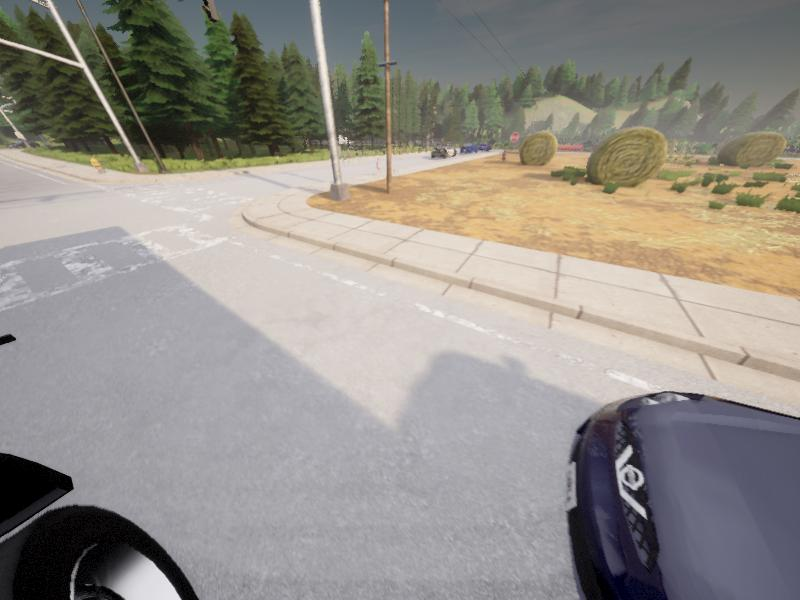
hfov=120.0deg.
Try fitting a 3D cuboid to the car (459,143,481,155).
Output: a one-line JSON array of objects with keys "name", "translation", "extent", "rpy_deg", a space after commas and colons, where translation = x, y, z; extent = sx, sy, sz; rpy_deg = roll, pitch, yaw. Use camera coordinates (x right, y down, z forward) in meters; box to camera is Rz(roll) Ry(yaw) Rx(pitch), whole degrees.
[{"name": "car", "translation": [11.496, -24.771, 37.834], "extent": [1.882, 1.535, 5.008], "rpy_deg": [20, 40, 26]}]

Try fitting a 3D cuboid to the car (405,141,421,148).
[{"name": "car", "translation": [3.348, -40.606, 60.313], "extent": [3.806, 1.475, 1.970], "rpy_deg": [22, 40, 27]}]

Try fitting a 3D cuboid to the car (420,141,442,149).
[{"name": "car", "translation": [7.264, -36.597, 54.531], "extent": [4.514, 1.525, 2.007], "rpy_deg": [23, 41, 29]}]

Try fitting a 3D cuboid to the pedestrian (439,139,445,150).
[{"name": "pedestrian", "translation": [8.643, -32.287, 47.864], "extent": [0.751, 1.860, 0.751], "rpy_deg": [-5, 36, -7]}]

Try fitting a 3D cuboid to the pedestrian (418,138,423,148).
[{"name": "pedestrian", "translation": [4.615, -35.402, 52.228], "extent": [0.751, 1.860, 0.751], "rpy_deg": [10, 36, 14]}]

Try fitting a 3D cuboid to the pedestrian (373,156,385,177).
[{"name": "pedestrian", "translation": [-1.365, -8.613, 14.929], "extent": [0.500, 1.100, 0.500], "rpy_deg": [18, 39, 24]}]

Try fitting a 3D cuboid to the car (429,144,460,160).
[{"name": "car", "translation": [5.978, -19.678, 30.593], "extent": [2.038, 1.542, 4.974], "rpy_deg": [20, 40, 26]}]

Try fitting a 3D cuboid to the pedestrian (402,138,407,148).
[{"name": "pedestrian", "translation": [1.091, -36.087, 53.180], "extent": [0.751, 1.860, 0.751], "rpy_deg": [21, 40, 26]}]

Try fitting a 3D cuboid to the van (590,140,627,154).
[{"name": "van", "translation": [36.987, -27.348, 41.167], "extent": [4.442, 1.987, 1.775], "rpy_deg": [22, 41, 28]}]

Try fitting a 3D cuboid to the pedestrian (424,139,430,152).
[{"name": "pedestrian", "translation": [4.673, -26.678, 39.917], "extent": [0.751, 1.860, 0.751], "rpy_deg": [16, 38, 21]}]

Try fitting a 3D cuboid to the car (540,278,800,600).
[{"name": "car", "translation": [2.654, 1.467, 0.535], "extent": [3.633, 1.501, 1.845], "rpy_deg": [19, 39, 25]}]

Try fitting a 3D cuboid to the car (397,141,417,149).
[{"name": "car", "translation": [1.786, -38.798, 57.625], "extent": [4.514, 1.525, 2.007], "rpy_deg": [21, 40, 27]}]

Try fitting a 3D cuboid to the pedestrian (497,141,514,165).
[{"name": "pedestrian", "translation": [9.704, -13.573, 21.326], "extent": [0.751, 1.860, 0.751], "rpy_deg": [26, 43, 32]}]

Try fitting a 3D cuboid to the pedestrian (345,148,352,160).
[{"name": "pedestrian", "translation": [-5.873, -16.697, 26.370], "extent": [0.500, 1.100, 0.500], "rpy_deg": [18, 39, 24]}]

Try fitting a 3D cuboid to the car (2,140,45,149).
[{"name": "car", "translation": [-80.472, -33.266, 49.451], "extent": [1.812, 1.442, 4.674], "rpy_deg": [-2, 35, -4]}]

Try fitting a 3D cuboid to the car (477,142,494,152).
[{"name": "car", "translation": [16.601, -29.690, 44.835], "extent": [2.007, 1.525, 4.514], "rpy_deg": [17, 39, 22]}]

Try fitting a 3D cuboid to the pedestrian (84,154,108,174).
[{"name": "pedestrian", "translation": [-20.278, -9.053, 15.412], "extent": [0.500, 1.100, 0.500], "rpy_deg": [25, 42, 31]}]
